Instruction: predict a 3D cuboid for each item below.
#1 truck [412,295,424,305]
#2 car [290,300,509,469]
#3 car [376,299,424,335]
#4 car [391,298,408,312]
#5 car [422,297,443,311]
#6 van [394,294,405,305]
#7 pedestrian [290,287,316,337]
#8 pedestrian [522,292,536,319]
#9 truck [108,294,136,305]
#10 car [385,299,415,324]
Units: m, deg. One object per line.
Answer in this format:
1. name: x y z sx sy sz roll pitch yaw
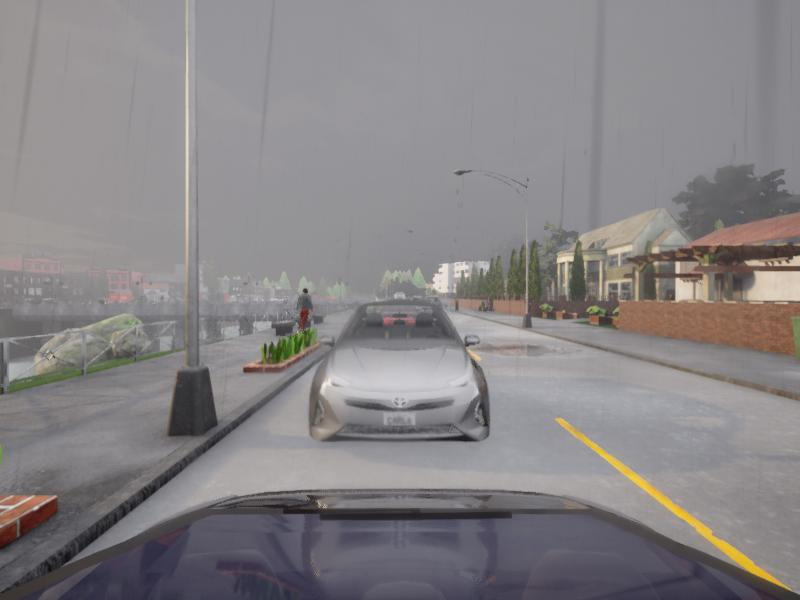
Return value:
1. truck: 3.932 0.044 88.408 2.390 2.098 6.274 0 0 0
2. car: -0.006 0.777 5.928 2.007 1.525 4.514 0 0 0
3. car: -0.015 0.708 18.968 2.007 1.525 4.514 0 0 0
4. car: -0.036 0.554 46.358 1.882 1.535 5.008 0 0 0
5. car: 3.959 0.470 49.692 2.242 1.667 4.611 0 0 0
6. van: -0.069 -0.117 87.208 2.351 2.431 6.366 0 0 0
7. pedestrian: -3.668 0.432 15.175 0.751 1.860 0.751 0 0 5
8. pedestrian: 9.124 0.364 28.214 0.751 1.860 0.751 0 0 0
9. truck: -61.760 -0.158 88.948 2.627 2.467 5.204 0 0 0
10. car: -0.020 0.693 26.325 1.816 1.474 4.193 0 0 0
